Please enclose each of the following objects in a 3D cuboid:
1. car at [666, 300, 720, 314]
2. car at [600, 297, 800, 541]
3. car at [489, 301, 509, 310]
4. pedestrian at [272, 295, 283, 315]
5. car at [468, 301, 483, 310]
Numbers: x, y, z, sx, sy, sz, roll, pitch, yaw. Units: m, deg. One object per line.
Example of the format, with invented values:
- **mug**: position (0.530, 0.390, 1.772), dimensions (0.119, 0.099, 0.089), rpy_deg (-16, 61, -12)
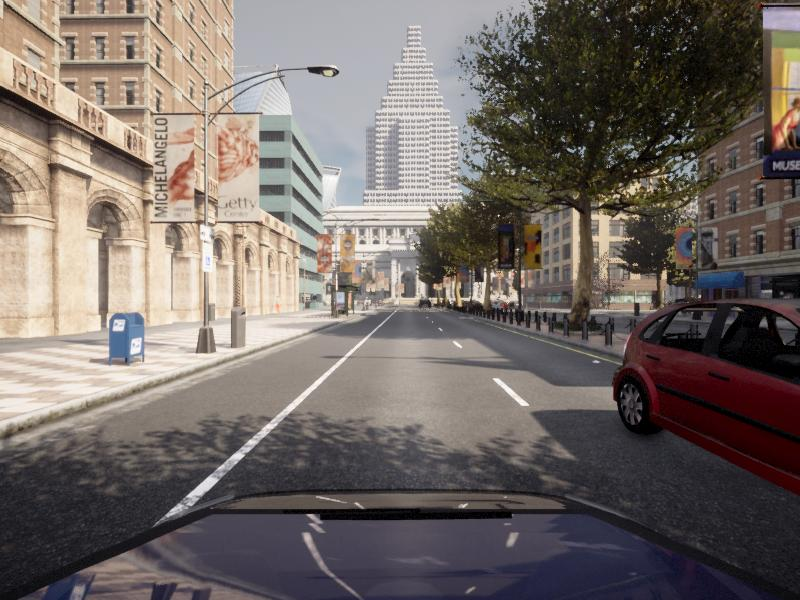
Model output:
- **car**: position (34.731, 0.826, 47.556), dimensions (4.974, 1.542, 2.038), rpy_deg (0, 0, -1)
- **car**: position (3.587, 0.788, 3.390), dimensions (1.851, 1.617, 3.988), rpy_deg (0, 0, 1)
- **car**: position (16.333, 0.851, 66.269), dimensions (2.163, 1.488, 4.792), rpy_deg (0, 0, 0)
- **pedestrian**: position (-11.472, 0.485, 37.491), dimensions (0.751, 1.860, 0.751), rpy_deg (0, 0, 0)
- **car**: position (12.865, 0.870, 68.244), dimensions (1.812, 1.442, 4.674), rpy_deg (0, 0, 1)
